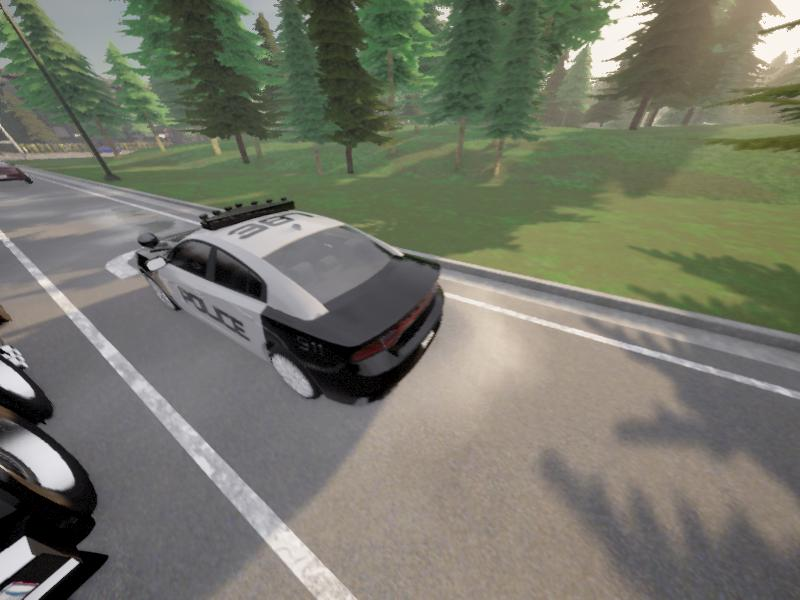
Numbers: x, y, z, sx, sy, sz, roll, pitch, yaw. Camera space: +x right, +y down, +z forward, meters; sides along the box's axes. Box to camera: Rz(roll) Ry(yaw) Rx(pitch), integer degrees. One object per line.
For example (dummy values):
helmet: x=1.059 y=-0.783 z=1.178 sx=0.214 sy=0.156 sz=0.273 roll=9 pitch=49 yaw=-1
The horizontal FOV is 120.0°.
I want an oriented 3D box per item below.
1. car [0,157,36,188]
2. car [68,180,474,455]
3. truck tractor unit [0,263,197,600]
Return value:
car: x=-26.410 y=-8.387 z=15.091 sx=4.674 sy=1.442 sz=1.812 roll=18 pitch=39 yaw=24
car: x=-1.949 y=-0.517 z=3.342 sx=5.238 sy=1.638 sz=1.930 roll=18 pitch=39 yaw=24
truck tractor unit: x=-5.118 y=-0.291 z=0.784 sx=6.516 sy=4.208 sz=3.053 roll=18 pitch=39 yaw=24
